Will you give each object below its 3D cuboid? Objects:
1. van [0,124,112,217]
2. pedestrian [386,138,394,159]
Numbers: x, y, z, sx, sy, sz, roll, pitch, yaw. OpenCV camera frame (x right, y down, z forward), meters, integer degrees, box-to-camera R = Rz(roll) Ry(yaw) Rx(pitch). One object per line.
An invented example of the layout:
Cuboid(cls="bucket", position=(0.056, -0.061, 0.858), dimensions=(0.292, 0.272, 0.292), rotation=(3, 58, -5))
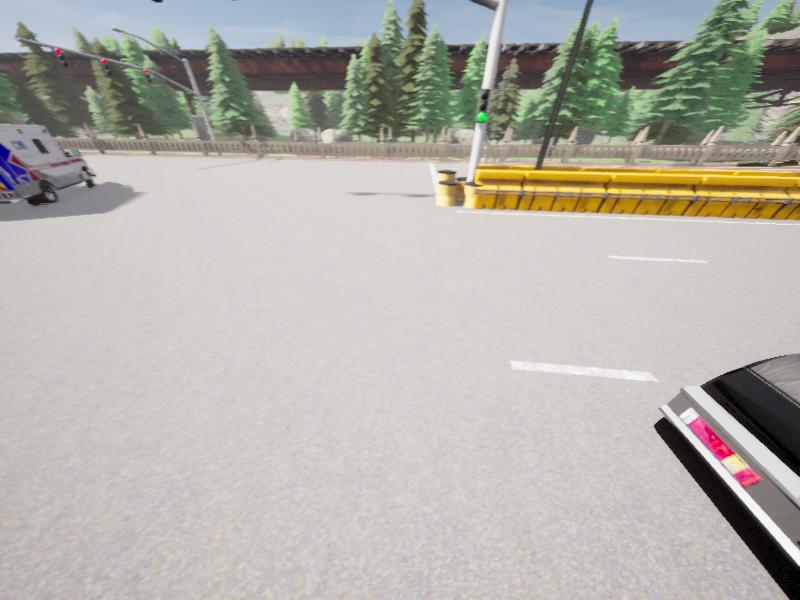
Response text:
Cuboid(cls="van", position=(-14.732, -5.149, 8.746), dimensions=(2.351, 2.431, 6.366), rotation=(-16, 39, -23))
Cuboid(cls="pedestrian", position=(-1.077, -16.360, 24.885), dimensions=(0.751, 1.860, 0.751), rotation=(4, 36, 4))
